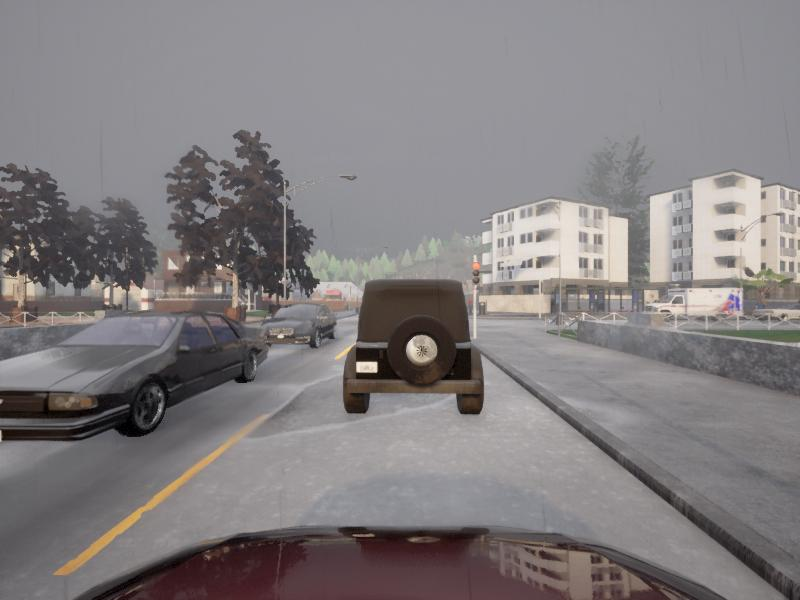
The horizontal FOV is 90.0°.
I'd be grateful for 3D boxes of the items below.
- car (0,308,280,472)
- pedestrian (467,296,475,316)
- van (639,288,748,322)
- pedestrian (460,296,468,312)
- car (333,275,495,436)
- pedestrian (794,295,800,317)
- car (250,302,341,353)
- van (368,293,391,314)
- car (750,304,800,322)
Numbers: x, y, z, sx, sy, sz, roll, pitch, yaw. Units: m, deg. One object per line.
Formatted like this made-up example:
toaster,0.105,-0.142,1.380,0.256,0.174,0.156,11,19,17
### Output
car,-3.810,0.895,6.425,2.033,1.411,5.357,0,0,2
pedestrian,6.685,0.524,37.704,0.751,1.860,0.751,0,0,7
van,21.752,0.378,29.883,6.366,2.431,2.351,0,0,2
pedestrian,7.422,0.433,46.484,0.751,1.860,0.751,0,0,2
car,0.220,0.646,6.640,1.905,1.878,3.866,0,0,2
pedestrian,34.649,0.533,34.457,0.751,1.860,0.751,0,0,-1
car,-3.517,0.844,14.519,1.837,1.490,4.892,0,0,2
van,-2.390,0.378,48.675,2.351,2.431,6.366,0,0,2
car,29.156,0.944,29.630,4.718,1.301,1.895,0,0,2
